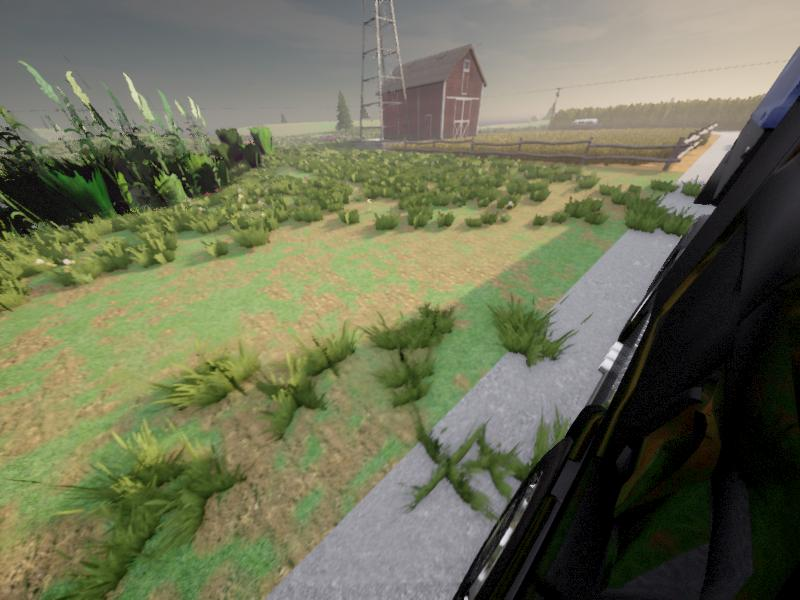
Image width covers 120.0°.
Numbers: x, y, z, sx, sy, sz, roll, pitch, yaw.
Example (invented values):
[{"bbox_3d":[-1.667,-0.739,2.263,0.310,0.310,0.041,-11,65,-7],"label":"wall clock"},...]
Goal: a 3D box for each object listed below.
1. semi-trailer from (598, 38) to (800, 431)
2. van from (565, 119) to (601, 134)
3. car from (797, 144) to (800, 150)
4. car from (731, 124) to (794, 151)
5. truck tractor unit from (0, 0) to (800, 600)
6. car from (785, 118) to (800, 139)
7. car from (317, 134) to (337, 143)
[{"bbox_3d":[8.670,-3.624,4.256,14.254,4.402,2.717,-28,44,-30],"label":"semi-trailer"},{"bbox_3d":[33.858,-32.231,42.895,2.069,2.038,4.480,-28,44,-30],"label":"van"},{"bbox_3d":[26.657,-9.862,13.751,4.611,1.667,2.242,-29,44,-30],"label":"car"},{"bbox_3d":[25.946,-11.770,16.661,4.718,1.301,1.895,-29,44,-30],"label":"car"},{"bbox_3d":[2.645,-0.295,0.351,6.516,4.208,3.053,-28,44,-30],"label":"truck tractor unit"},{"bbox_3d":[36.879,-15.368,20.630,3.806,1.475,1.970,-28,44,-30],"label":"car"},{"bbox_3d":[-16.367,-36.247,51.893,3.806,1.475,1.970,-24,42,-26],"label":"car"}]
